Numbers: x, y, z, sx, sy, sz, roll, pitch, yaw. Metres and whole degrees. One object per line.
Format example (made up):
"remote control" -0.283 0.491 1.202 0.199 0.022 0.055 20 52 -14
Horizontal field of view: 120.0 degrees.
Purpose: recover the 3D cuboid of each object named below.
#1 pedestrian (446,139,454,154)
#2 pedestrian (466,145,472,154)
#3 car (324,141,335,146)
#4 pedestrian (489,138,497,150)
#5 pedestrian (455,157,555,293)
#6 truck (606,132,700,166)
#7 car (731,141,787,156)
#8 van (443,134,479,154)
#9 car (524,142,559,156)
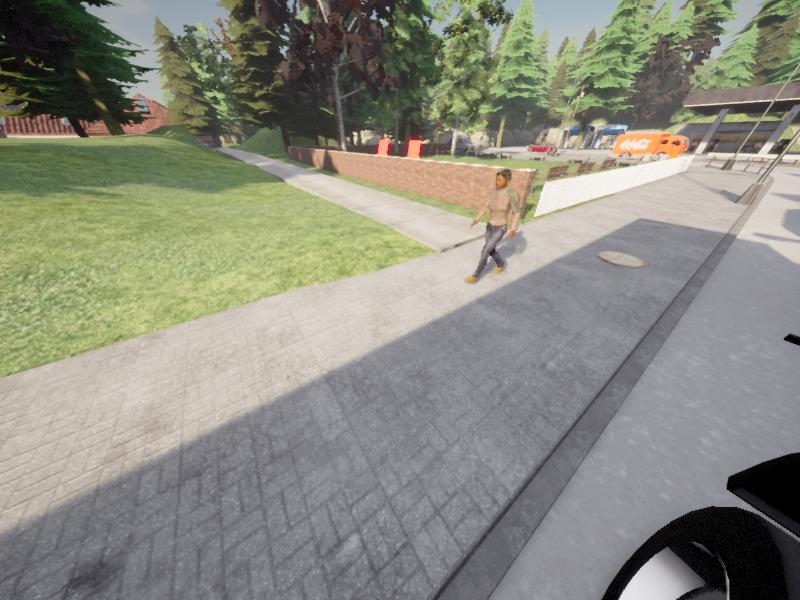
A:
"pedestrian" 7.726 -23.957 35.994 0.751 1.860 0.751 -13 37 -17
"pedestrian" 10.340 -22.473 34.530 0.500 1.100 0.500 -16 38 -21
"car" -24.908 -55.123 81.286 2.038 1.542 4.974 -22 41 -28
"pedestrian" 17.557 -29.485 43.762 0.751 1.860 0.751 -29 44 -34
"pedestrian" 1.544 -1.171 3.721 0.751 1.860 0.751 -16 38 -21
"truck" 24.495 -14.918 22.754 2.627 2.467 5.204 -19 39 -25
"car" 47.341 -20.028 30.510 1.845 1.501 3.633 -22 41 -28
"van" 10.235 -26.830 39.688 1.988 2.561 5.915 -22 40 -28
"car" 20.499 -21.961 33.565 1.789 1.549 3.705 -22 41 -27
